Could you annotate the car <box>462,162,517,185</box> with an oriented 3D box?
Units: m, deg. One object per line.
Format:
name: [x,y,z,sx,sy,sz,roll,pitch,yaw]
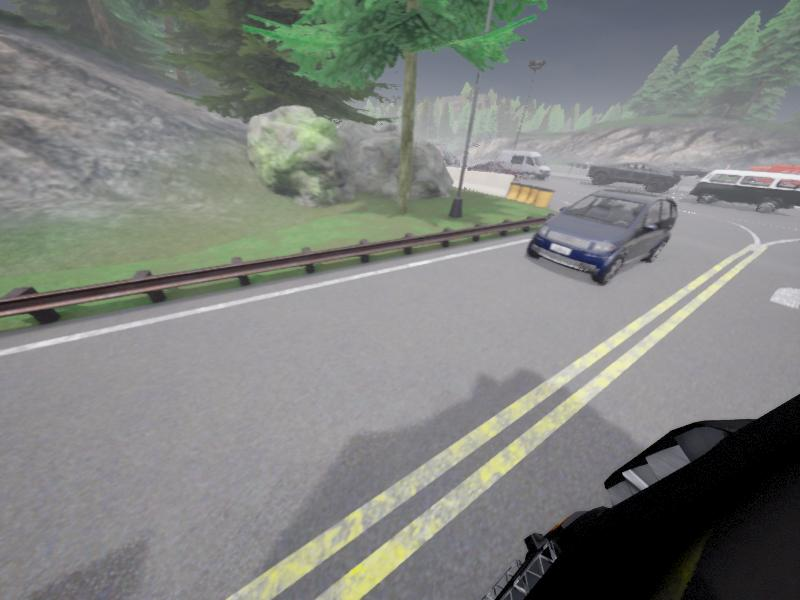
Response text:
car: [8.046,-11.616,21.115,1.994,1.385,4.181,-16,38,-26]

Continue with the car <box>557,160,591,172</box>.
car: [30.816,-23.800,41.058,1.816,1.474,4.193,-16,38,-26]

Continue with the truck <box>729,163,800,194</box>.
truck: [41.787,-13.532,25.609,2.627,2.467,5.204,-16,39,-26]

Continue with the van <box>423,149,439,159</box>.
van: [8.084,-38.559,60.989,1.775,1.987,4.442,-16,38,-26]

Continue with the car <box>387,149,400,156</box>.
car: [-1.971,-44.325,69.329,1.816,1.474,4.193,-16,38,-26]

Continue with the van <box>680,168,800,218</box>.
van: [21.245,-6.671,14.109,2.069,2.038,4.480,-16,38,-26]

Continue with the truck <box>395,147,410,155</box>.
truck: [0.754,-53.389,82.575,2.390,2.098,6.274,-16,38,-26]

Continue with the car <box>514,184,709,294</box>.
car: [4.861,-1.666,5.414,3.705,1.549,1.789,-17,38,-27]

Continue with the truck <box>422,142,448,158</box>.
truck: [10.225,-44.913,69.030,2.891,3.827,8.468,-16,38,-26]

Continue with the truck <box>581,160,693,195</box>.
truck: [20.650,-11.092,20.641,2.390,2.098,6.274,-16,38,-26]

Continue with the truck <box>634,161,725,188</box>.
truck: [32.453,-14.845,27.184,2.390,2.098,6.274,-16,38,-26]

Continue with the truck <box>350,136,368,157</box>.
truck: [-9.573,-35.599,53.528,2.891,3.827,8.468,-7,35,-15]

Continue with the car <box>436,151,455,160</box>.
car: [12.091,-38.311,61.251,2.033,1.649,4.856,-16,38,-26]

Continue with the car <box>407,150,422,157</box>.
car: [4.355,-45.755,72.036,2.033,1.411,5.357,-16,38,-26]

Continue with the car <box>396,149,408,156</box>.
car: [0.542,-45.752,71.545,1.851,1.617,3.988,-16,38,-26]

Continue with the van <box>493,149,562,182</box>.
van: [13.363,-14.571,24.903,1.988,2.561,5.915,-16,38,-26]

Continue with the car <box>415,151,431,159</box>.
car: [5.734,-36.815,58.652,1.970,1.475,3.806,-16,38,-26]

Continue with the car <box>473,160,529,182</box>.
car: [10.216,-13.390,23.791,1.882,1.535,5.008,-16,38,-26]
